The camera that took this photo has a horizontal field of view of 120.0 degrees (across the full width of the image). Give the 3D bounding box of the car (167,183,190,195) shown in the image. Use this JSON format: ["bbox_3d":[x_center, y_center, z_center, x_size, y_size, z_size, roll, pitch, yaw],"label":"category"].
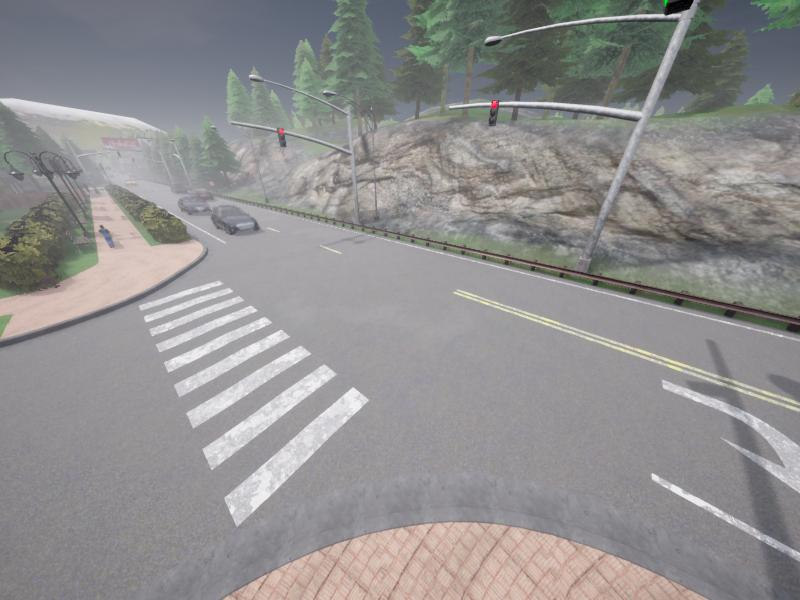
[{"bbox_3d":[-38.936,-19.566,40.574,3.988,1.617,1.851,23,37,34],"label":"car"}]

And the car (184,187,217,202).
[{"bbox_3d":[-28.369,-15.058,32.817,4.792,1.488,2.163,23,37,34],"label":"car"}]

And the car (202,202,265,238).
[{"bbox_3d":[-12.313,-6.012,16.999,4.856,1.649,2.033,23,37,34],"label":"car"}]

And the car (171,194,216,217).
[{"bbox_3d":[-20.966,-9.634,23.391,4.902,1.511,2.128,23,37,34],"label":"car"}]

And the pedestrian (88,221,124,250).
[{"bbox_3d":[-16.204,-3.565,12.735,0.751,1.300,0.751,23,37,35],"label":"pedestrian"}]

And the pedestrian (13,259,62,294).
[{"bbox_3d":[-13.462,-0.874,8.600,0.500,1.100,0.500,15,33,24],"label":"pedestrian"}]
